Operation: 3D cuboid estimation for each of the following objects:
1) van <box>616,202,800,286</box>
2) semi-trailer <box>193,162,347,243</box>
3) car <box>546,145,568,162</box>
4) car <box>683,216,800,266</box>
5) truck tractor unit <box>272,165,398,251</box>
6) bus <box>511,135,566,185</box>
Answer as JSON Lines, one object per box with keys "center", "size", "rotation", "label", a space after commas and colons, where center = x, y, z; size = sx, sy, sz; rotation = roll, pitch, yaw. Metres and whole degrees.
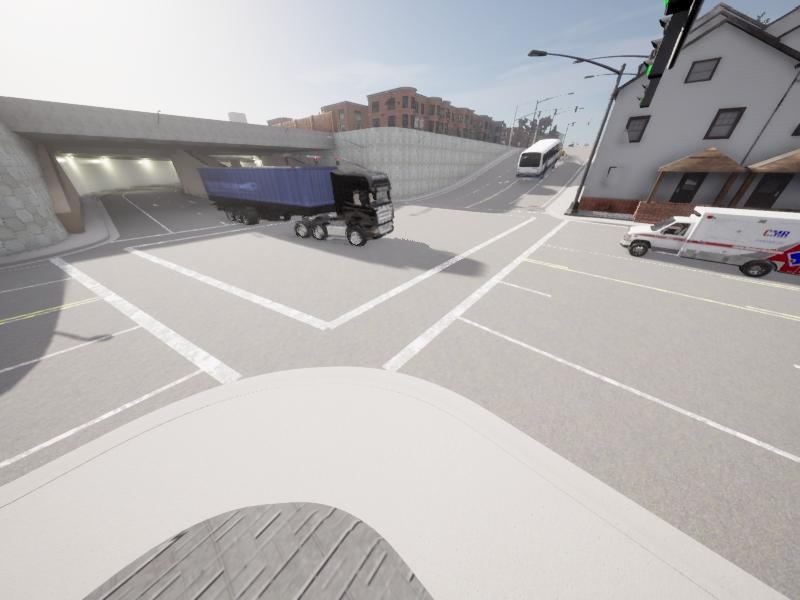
{"center": [14.908, -2.901, 10.908], "size": [6.366, 2.431, 2.351], "rotation": [24, 38, 35], "label": "van"}
{"center": [-10.513, -8.077, 17.876], "size": [14.254, 4.402, 2.717], "rotation": [18, 35, 28], "label": "semi-trailer"}
{"center": [28.967, -27.085, 42.659], "size": [1.801, 1.575, 5.366], "rotation": [24, 51, 34], "label": "car"}
{"center": [18.599, -3.250, 12.332], "size": [3.988, 1.617, 1.851], "rotation": [24, 38, 35], "label": "car"}
{"center": [-3.760, -5.943, 14.380], "size": [6.516, 4.208, 3.053], "rotation": [13, 32, 21], "label": "truck tractor unit"}
{"center": [21.842, -22.115, 36.340], "size": [3.944, 4.253, 10.273], "rotation": [24, 51, 34], "label": "bus"}
